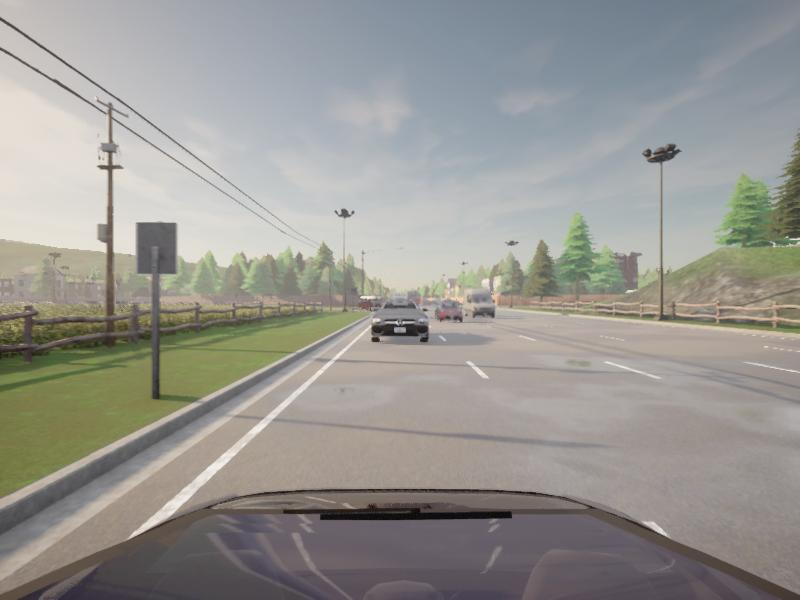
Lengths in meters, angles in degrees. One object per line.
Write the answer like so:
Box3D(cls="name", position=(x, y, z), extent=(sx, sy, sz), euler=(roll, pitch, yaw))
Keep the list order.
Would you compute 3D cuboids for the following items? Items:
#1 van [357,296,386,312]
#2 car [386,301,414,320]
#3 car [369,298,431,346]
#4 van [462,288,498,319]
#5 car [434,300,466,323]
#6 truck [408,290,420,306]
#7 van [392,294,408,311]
Box3D(cls="van", position=(-3.873, 0.522, 52.940), extent=(2.069, 2.038, 4.480), euler=(1, 0, -30))
Box3D(cls="car", position=(0.000, 0.819, 34.239), extent=(2.163, 1.488, 4.792), euler=(0, 0, 0))
Box3D(cls="car", position=(0.000, 0.764, 16.514), extent=(2.152, 1.651, 5.027), euler=(0, 0, 0))
Box3D(cls="van", position=(6.996, 0.287, 35.711), extent=(1.988, 2.561, 5.915), euler=(0, 0, 0))
Box3D(cls="car", position=(3.499, 0.797, 28.781), extent=(1.845, 1.501, 3.633), euler=(0, 0, 0))
Box3D(cls="truck", position=(3.497, -0.419, 101.836), extent=(2.891, 3.827, 8.468), euler=(0, 0, 0))
Box3D(cls="van", position=(-0.001, 0.322, 60.122), extent=(2.351, 2.431, 6.366), euler=(0, 0, 0))
